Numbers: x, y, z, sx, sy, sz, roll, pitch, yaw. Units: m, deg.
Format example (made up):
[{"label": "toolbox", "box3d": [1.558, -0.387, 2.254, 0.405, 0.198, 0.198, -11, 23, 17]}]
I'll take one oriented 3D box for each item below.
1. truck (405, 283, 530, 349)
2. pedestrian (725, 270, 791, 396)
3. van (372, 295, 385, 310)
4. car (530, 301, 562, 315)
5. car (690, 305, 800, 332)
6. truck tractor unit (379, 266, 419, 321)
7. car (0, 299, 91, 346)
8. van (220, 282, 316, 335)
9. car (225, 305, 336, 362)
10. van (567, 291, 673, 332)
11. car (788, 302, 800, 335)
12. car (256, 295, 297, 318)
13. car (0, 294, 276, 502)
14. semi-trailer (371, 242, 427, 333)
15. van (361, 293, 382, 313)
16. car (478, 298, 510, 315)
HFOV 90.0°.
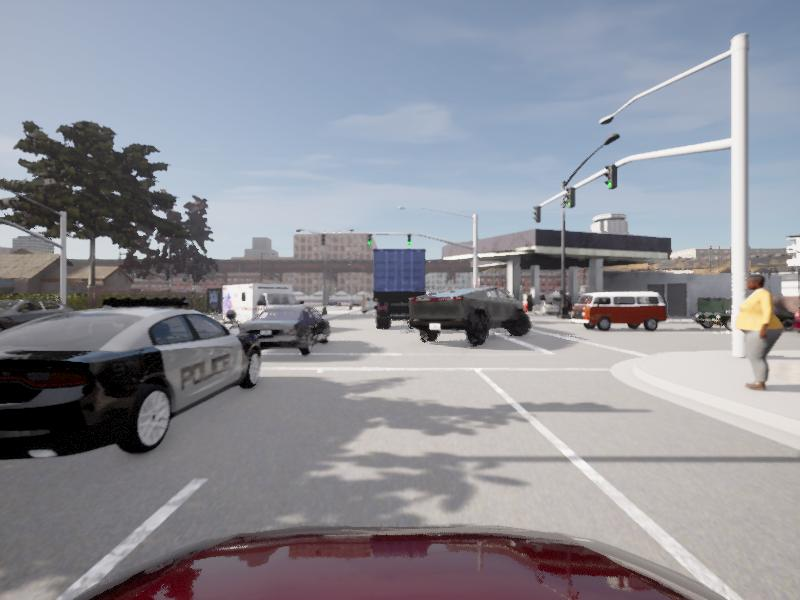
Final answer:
[{"label": "truck", "box3d": [2.976, 0.552, 15.968, 2.390, 2.098, 6.274, -2, -1, 36]}, {"label": "pedestrian", "box3d": [5.757, 0.489, 6.434, 0.751, 1.860, 0.751, 0, 0, 44]}, {"label": "van", "box3d": [-3.637, 0.365, 69.709, 1.988, 2.561, 5.915, 0, 0, 0]}, {"label": "car", "box3d": [15.370, 0.825, 42.225, 1.970, 1.475, 3.806, 0, 0, 0]}, {"label": "car", "box3d": [18.498, 0.957, 21.338, 4.718, 1.301, 1.895, 0, 0, -1]}, {"label": "truck tractor unit", "box3d": [-0.078, -0.502, 34.283, 3.053, 4.208, 6.516, 0, 0, 0]}, {"label": "car", "box3d": [-15.030, 0.791, 15.570, 2.152, 1.651, 5.027, 0, 0, 0]}, {"label": "van", "box3d": [-7.327, 0.391, 21.621, 2.351, 2.431, 6.366, 0, 0, -45]}, {"label": "car", "box3d": [-3.523, 0.903, 13.030, 2.033, 1.411, 5.357, 0, 0, 0]}, {"label": "van", "box3d": [11.573, 0.584, 21.256, 4.480, 2.038, 2.069, 0, 0, -2]}, {"label": "car", "box3d": [20.024, 0.838, 17.864, 3.633, 1.501, 1.845, 0, 0, -1]}, {"label": "car", "box3d": [-11.578, 0.592, 37.843, 2.150, 2.045, 5.566, 0, 0, 0]}, {"label": "car", "box3d": [-3.543, 0.775, 5.767, 1.930, 1.638, 5.238, 0, 0, -1]}, {"label": "semi-trailer", "box3d": [-0.054, -0.601, 26.368, 2.717, 4.402, 14.254, 0, 0, 0]}, {"label": "van", "box3d": [-3.603, 0.410, 51.749, 2.351, 2.431, 6.366, 0, 0, 0]}, {"label": "car", "box3d": [9.626, 0.664, 41.451, 2.242, 1.667, 4.611, 0, 0, 0]}]
